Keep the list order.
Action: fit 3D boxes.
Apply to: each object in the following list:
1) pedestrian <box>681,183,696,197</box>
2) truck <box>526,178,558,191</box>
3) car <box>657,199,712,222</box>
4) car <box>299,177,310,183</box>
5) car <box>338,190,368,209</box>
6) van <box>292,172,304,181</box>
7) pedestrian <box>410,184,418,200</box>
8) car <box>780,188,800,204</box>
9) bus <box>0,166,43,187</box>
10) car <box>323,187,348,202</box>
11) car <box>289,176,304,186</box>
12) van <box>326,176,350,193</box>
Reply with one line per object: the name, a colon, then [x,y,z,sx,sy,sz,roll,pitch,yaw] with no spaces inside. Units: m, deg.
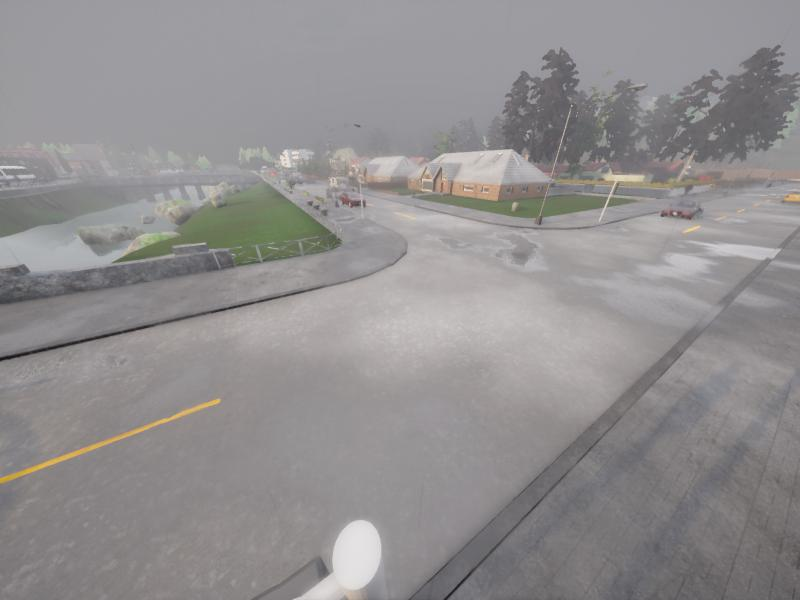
pedestrian: [44.133,-16.877,35.329,0.751,1.860,0.751,-20,35,-30]
truck: [27.281,-22.337,44.478,2.069,2.038,4.478,-16,34,-26]
car: [25.978,-8.240,21.117,4.181,1.385,1.994,-16,34,-26]
car: [-28.403,-35.717,68.687,1.994,1.385,4.181,-16,34,-26]
car: [-5.702,-12.128,27.683,1.882,1.535,5.008,-16,34,-25]
van: [-34.255,-41.245,77.216,2.351,2.431,6.366,-16,34,-26]
pedestrian: [1.926,-14.940,31.974,0.751,1.860,0.751,-16,34,-26]
car: [52.104,-13.558,30.114,5.366,1.575,1.801,-16,34,-26]
bus: [-97.777,-31.253,58.085,3.944,4.253,10.273,-16,34,-26]
car: [-9.247,-15.166,32.957,2.007,1.525,4.514,-16,34,-26]
car: [-25.839,-29.777,57.740,2.150,2.045,5.566,-16,34,-26]
van: [-11.635,-21.632,43.254,2.351,2.431,6.366,-16,34,-26]
